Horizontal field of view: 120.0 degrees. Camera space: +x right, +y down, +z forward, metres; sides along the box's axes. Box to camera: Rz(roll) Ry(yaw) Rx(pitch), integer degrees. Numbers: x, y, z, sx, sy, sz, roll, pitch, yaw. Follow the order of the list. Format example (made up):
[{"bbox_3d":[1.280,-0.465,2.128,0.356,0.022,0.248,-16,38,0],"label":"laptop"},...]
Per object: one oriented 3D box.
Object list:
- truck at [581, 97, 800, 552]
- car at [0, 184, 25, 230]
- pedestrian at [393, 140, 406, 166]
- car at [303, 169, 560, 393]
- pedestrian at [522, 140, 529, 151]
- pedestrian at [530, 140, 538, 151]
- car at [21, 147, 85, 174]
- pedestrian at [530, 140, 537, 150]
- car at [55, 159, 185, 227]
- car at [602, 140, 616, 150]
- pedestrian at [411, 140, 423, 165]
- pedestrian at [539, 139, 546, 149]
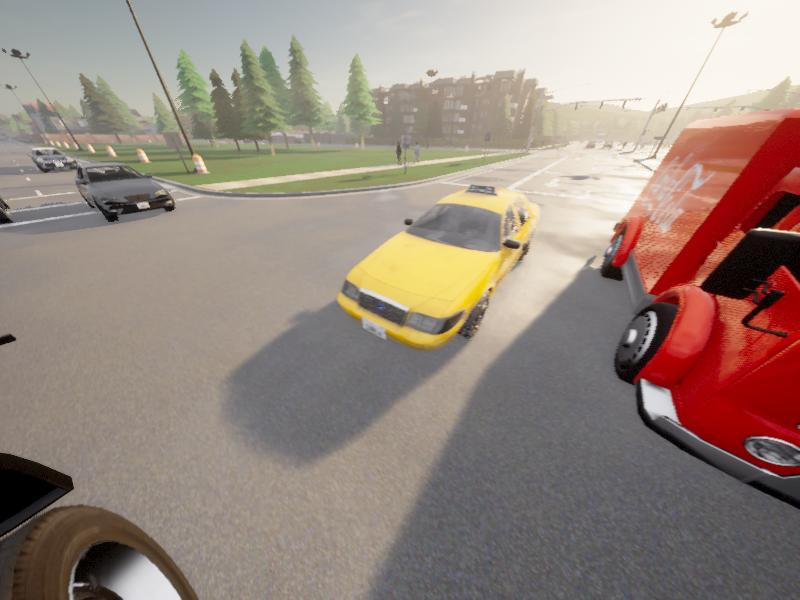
[{"bbox_3d":[4.278,-0.526,2.503,2.627,2.467,5.204,23,43,28],"label":"truck"},{"bbox_3d":[-13.905,-3.142,6.951,4.902,1.511,2.128,22,41,28],"label":"car"},{"bbox_3d":[-0.058,-12.700,20.007,0.751,1.860,0.751,23,41,29],"label":"pedestrian"},{"bbox_3d":[1.267,-1.198,4.246,1.801,1.575,5.366,23,41,28],"label":"car"},{"bbox_3d":[25.654,-31.553,47.219,0.751,1.860,0.751,23,41,29],"label":"pedestrian"},{"bbox_3d":[28.329,-32.779,48.975,0.751,1.860,0.751,28,43,33],"label":"pedestrian"},{"bbox_3d":[-26.114,-10.555,17.405,3.806,1.475,1.970,22,41,28],"label":"car"},{"bbox_3d":[29.209,-33.923,50.608,0.751,1.860,0.751,26,42,31],"label":"pedestrian"},{"bbox_3d":[-9.868,-3.942,8.146,4.193,1.474,1.816,22,41,28],"label":"car"},{"bbox_3d":[52.142,-38.783,57.712,1.905,1.878,3.866,22,41,28],"label":"car"},{"bbox_3d":[1.578,-13.562,21.242,0.751,1.860,0.751,26,42,31],"label":"pedestrian"},{"bbox_3d":[33.620,-36.873,54.563,0.751,1.860,0.751,15,38,19],"label":"pedestrian"}]
